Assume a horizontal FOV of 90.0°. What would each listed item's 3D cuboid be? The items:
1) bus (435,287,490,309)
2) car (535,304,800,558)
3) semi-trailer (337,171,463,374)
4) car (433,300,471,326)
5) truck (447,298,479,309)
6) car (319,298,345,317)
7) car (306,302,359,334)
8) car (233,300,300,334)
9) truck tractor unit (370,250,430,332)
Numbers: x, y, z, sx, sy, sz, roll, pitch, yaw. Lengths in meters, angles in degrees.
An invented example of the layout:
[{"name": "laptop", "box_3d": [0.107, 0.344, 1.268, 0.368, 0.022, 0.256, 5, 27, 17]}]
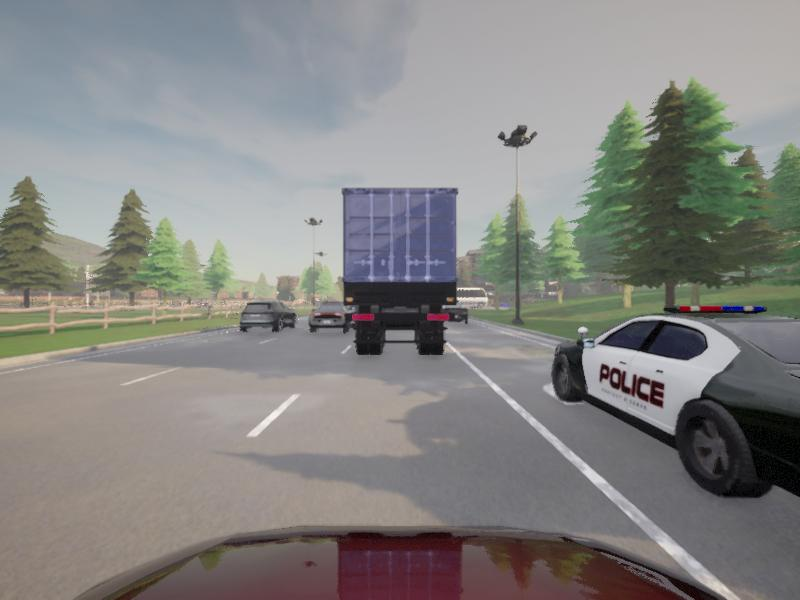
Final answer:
[{"name": "bus", "box_3d": [12.081, -0.365, 78.403, 10.273, 4.253, 3.944, 0, 0, 0]}, {"name": "car", "box_3d": [3.501, 0.837, 4.865, 2.038, 1.542, 4.974, 0, 0, 0]}, {"name": "semi-trailer", "box_3d": [0.006, -0.585, 15.809, 2.717, 4.402, 14.254, 0, 0, 0]}, {"name": "car", "box_3d": [3.505, 0.831, 27.968, 1.930, 1.638, 5.238, 0, 0, 0]}, {"name": "truck", "box_3d": [12.873, 0.718, 81.789, 6.274, 2.098, 2.390, 0, 0, 0]}, {"name": "car", "box_3d": [-6.991, 0.738, 41.376, 1.932, 1.855, 4.605, 0, -1, 0]}, {"name": "car", "box_3d": [-3.494, 0.872, 21.672, 2.038, 1.542, 4.974, 0, 0, 0]}, {"name": "car", "box_3d": [-6.995, 0.824, 21.570, 2.033, 1.649, 4.856, 0, 0, 0]}, {"name": "truck tractor unit", "box_3d": [0.014, -0.469, 23.726, 3.053, 4.208, 6.516, 0, 0, 0]}]
